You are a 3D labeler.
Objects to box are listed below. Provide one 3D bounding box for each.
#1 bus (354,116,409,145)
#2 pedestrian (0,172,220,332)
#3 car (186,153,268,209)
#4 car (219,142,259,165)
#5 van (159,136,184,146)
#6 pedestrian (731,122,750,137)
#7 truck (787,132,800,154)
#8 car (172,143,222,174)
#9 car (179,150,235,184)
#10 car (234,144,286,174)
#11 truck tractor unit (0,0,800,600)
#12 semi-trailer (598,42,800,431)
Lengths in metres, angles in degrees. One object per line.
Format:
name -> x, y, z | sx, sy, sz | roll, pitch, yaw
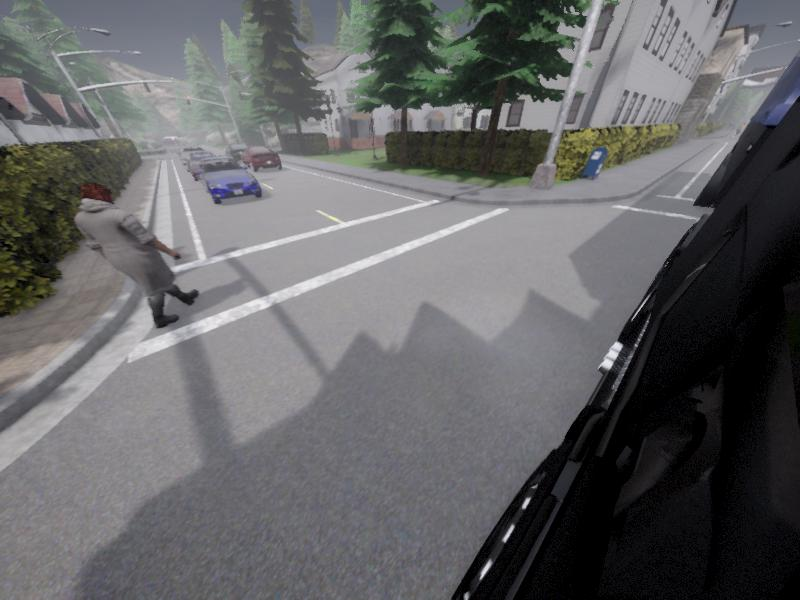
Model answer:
bus -> -3.438, -33.689, 45.981 | 10.273, 4.253, 3.944 | -27, 43, -30
pedestrian -> -3.410, -0.543, 2.995 | 0.751, 1.860, 0.751 | 3, 37, 6
car -> -7.531, -5.293, 9.955 | 1.816, 1.474, 4.193 | -27, 43, -30
car -> -15.339, -13.979, 21.966 | 1.882, 1.535, 5.008 | -27, 43, -30
van -> -59.972, -41.609, 60.621 | 4.480, 2.038, 2.069 | 8, 37, 13
pedestrian -> 52.342, -26.199, 35.522 | 0.751, 1.860, 0.751 | -17, 39, -20
truck -> 33.377, -13.325, 17.105 | 8.468, 3.827, 2.891 | -27, 44, -31
car -> -16.263, -11.385, 18.408 | 2.152, 1.651, 5.027 | -27, 44, -31
car -> -12.183, -8.485, 14.540 | 1.994, 1.385, 4.181 | -27, 43, -30
car -> -10.610, -10.696, 17.343 | 1.882, 1.535, 5.008 | -27, 43, -30
truck tractor unit -> 2.645, -0.295, 0.351 | 6.516, 4.208, 3.053 | -28, 44, -30
semi-trailer -> 8.693, -3.579, 4.275 | 14.254, 4.402, 2.717 | -28, 44, -30
